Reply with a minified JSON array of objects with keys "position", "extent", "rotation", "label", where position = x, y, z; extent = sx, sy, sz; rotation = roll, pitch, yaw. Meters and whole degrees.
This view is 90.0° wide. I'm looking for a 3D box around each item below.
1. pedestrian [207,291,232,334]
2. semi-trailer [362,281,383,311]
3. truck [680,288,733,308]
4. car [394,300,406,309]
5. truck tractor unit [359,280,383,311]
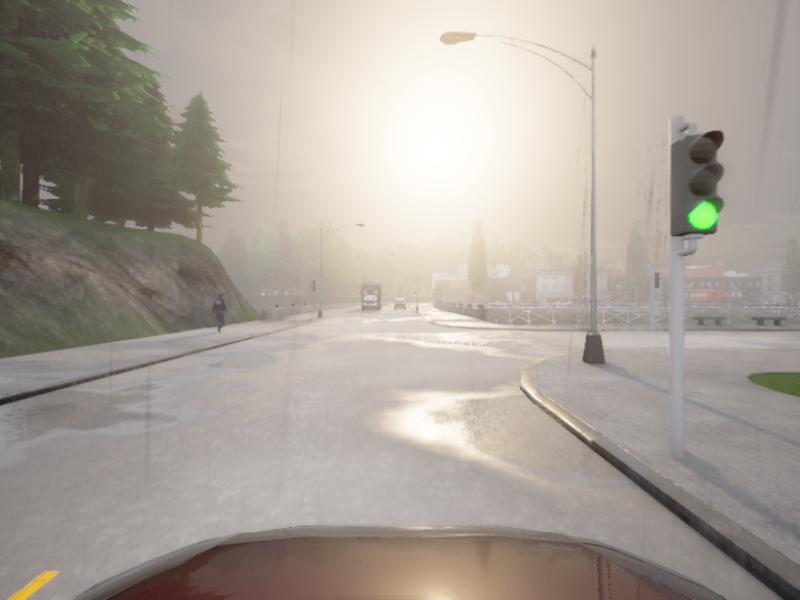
[{"position":[-7.984,0.524,17.740],"extent":[0.751,1.860,0.751],"rotation":[0,0,2],"label":"pedestrian"},{"position":[-4.319,-0.651,65.530],"extent":[2.717,4.402,14.254],"rotation":[0,0,-2],"label":"semi-trailer"},{"position":[61.290,-0.366,80.063],"extent":[8.468,3.827,2.891],"rotation":[0,0,0],"label":"truck"},{"position":[0.016,0.788,69.847],"extent":[2.038,1.542,4.974],"rotation":[0,0,0],"label":"car"},{"position":[-4.098,-0.547,57.620],"extent":[3.053,4.208,6.516],"rotation":[0,0,-1],"label":"truck tractor unit"}]
